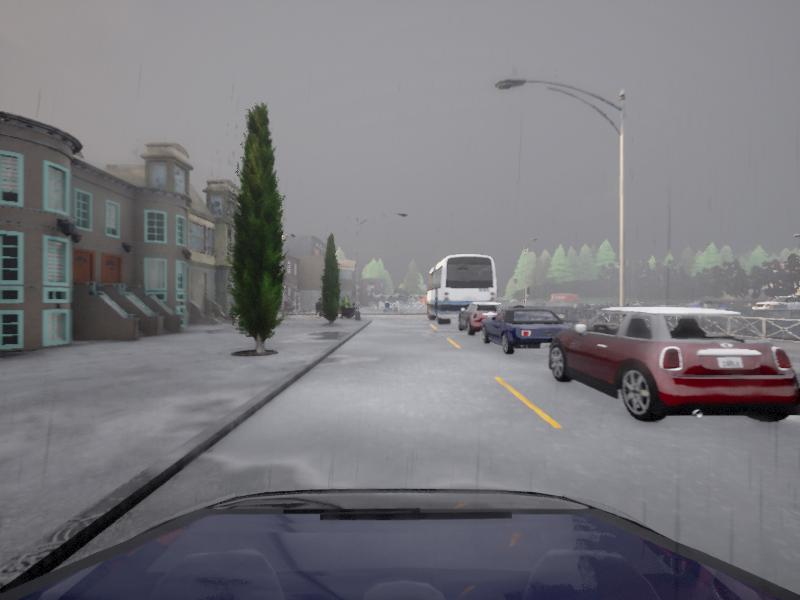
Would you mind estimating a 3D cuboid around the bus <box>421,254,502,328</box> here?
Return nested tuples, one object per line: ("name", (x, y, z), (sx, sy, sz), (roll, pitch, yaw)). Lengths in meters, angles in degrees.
("bus", (3.816, -0.526, 28.078), (3.944, 4.253, 10.273), (0, 0, -1))

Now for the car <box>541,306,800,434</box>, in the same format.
("car", (4.002, 0.856, 6.646), (1.970, 1.475, 3.806), (0, 0, 0))

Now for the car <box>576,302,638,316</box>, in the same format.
("car", (21.383, 0.907, 41.458), (5.357, 1.411, 2.033), (0, 0, 0))

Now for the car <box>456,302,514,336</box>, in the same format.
("car", (4.006, 0.859, 19.459), (1.970, 1.475, 3.806), (0, 0, 0))

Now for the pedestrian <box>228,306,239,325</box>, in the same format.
("pedestrian", (-9.901, 0.934, 23.764), (0.500, 1.100, 0.500), (0, 0, -6))

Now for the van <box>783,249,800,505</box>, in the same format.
("van", (3.999, 0.599, 1.030), (1.775, 1.987, 4.442), (0, 0, 0))

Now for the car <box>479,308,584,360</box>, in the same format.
("car", (3.999, 0.948, 13.094), (1.895, 1.301, 4.718), (0, 0, 0))

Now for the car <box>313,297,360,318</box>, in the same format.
("car", (-5.803, 0.657, 36.953), (3.866, 1.878, 1.905), (0, 0, 10))

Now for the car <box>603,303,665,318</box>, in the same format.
("car", (21.868, 0.955, 37.464), (4.718, 1.301, 1.895), (0, 0, 0))

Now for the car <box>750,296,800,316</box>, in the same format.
("car", (40.059, 0.581, 41.475), (5.566, 2.045, 2.150), (0, 0, 0))

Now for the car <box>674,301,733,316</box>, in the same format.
("car", (31.396, 0.841, 41.467), (4.514, 1.525, 2.007), (0, 0, 0))
